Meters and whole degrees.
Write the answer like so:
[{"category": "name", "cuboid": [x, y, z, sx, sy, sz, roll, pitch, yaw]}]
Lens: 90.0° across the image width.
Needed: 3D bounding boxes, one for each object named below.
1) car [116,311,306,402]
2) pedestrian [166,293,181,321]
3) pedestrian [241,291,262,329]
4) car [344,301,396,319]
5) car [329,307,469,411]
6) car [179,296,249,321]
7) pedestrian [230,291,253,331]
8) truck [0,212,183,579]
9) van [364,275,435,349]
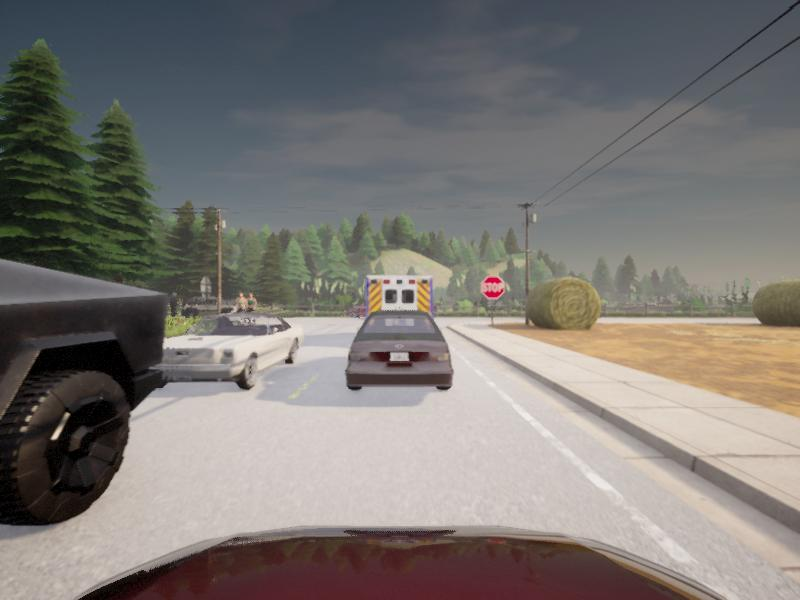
[{"category": "car", "cuboid": [-3.530, 0.951, 8.667, 1.895, 1.301, 4.718, 0, 0, 0]}, {"category": "pedestrian", "cuboid": [-15.521, 0.473, 27.415, 0.751, 1.860, 0.751, 0, 0, -20]}, {"category": "pedestrian", "cuboid": [-7.423, 0.502, 19.988, 0.751, 1.860, 0.751, 0, 0, 5]}, {"category": "car", "cuboid": [-2.480, 0.852, 34.089, 4.193, 1.474, 1.816, 0, 0, 3]}, {"category": "car", "cuboid": [-0.011, 0.902, 8.488, 2.033, 1.411, 5.357, 0, 0, 0]}, {"category": "car", "cuboid": [-14.376, 0.643, 31.068, 4.605, 1.855, 1.932, 0, 0, 5]}, {"category": "pedestrian", "cuboid": [-7.444, 0.501, 18.803, 0.751, 1.860, 0.751, 0, 0, 2]}, {"category": "truck", "cuboid": [-3.484, 0.543, 1.064, 2.390, 2.098, 6.274, 0, 0, 0]}, {"category": "van", "cuboid": [-0.022, 0.392, 16.301, 2.351, 2.431, 6.366, 0, 0, 0]}]
